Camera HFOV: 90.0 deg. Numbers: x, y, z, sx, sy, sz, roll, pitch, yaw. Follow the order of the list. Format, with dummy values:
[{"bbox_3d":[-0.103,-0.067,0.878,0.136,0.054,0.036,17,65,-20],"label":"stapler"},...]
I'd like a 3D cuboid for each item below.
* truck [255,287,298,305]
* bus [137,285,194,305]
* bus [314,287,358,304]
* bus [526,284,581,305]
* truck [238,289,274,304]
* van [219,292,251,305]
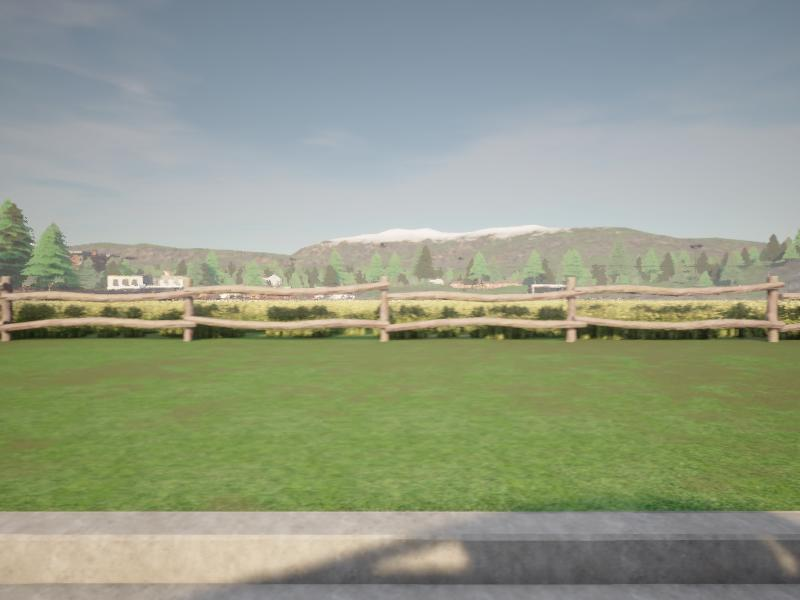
[{"bbox_3d":[-27.066,-0.919,88.011,8.468,3.827,2.891,0,0,0],"label":"truck"},{"bbox_3d":[-51.453,-1.128,88.023,10.273,4.253,3.944,0,0,0],"label":"bus"},{"bbox_3d":[-15.578,-1.136,98.691,10.273,4.253,3.944,0,0,0],"label":"bus"},{"bbox_3d":[32.475,-1.146,84.916,10.273,4.253,3.944,0,0,0],"label":"bus"},{"bbox_3d":[-37.609,-0.917,104.791,8.468,3.827,2.891,0,0,-37],"label":"truck"},{"bbox_3d":[-34.814,-0.292,84.476,5.915,2.561,1.988,0,0,0],"label":"van"}]
